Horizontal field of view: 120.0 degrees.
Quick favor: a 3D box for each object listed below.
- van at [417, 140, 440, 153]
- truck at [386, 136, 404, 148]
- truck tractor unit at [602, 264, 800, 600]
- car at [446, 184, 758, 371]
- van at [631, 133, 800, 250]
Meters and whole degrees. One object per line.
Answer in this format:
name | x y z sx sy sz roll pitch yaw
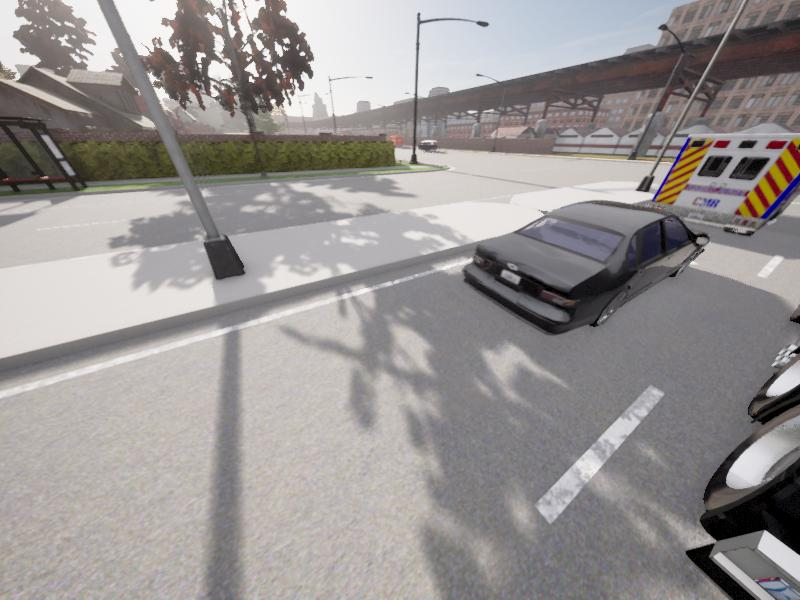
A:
van | 5.826 -31.950 48.009 2.069 2.038 4.480 -22 41 -28
truck | -1.442 -43.085 62.974 2.627 2.467 5.204 -18 40 -24
truck tractor unit | 5.108 -0.304 0.781 6.516 4.208 3.053 -18 39 -24
car | 3.678 -0.984 4.218 5.357 1.411 2.033 -18 39 -24
van | 10.943 -3.776 7.376 6.366 2.431 2.351 -18 39 -24
